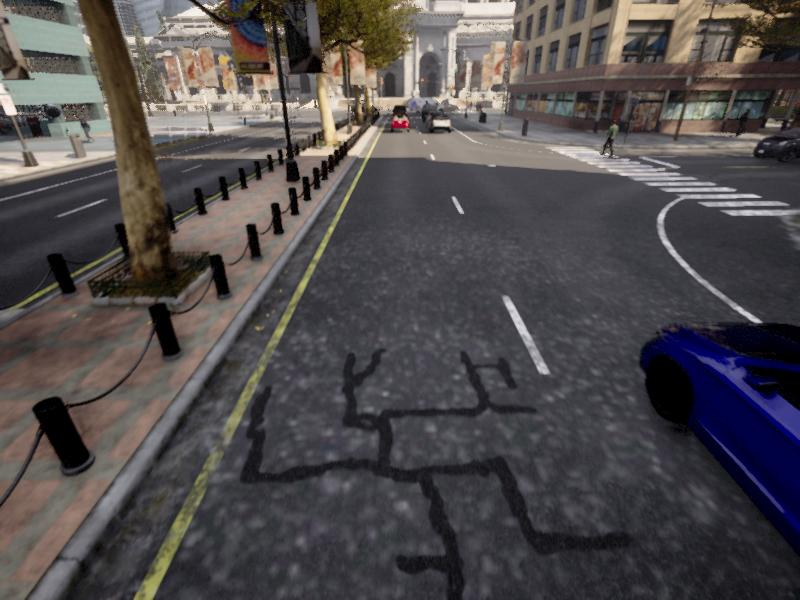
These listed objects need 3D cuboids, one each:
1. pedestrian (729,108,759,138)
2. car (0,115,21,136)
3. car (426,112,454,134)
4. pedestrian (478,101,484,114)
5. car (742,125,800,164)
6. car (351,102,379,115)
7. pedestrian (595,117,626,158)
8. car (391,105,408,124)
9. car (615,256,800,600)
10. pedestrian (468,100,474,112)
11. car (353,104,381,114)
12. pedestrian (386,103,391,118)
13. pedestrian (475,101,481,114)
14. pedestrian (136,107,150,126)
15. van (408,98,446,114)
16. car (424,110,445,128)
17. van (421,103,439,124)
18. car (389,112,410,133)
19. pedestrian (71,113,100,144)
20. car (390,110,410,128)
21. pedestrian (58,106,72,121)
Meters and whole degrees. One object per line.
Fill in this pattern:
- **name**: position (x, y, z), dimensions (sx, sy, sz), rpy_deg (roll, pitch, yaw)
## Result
- **pedestrian**: position (23.133, -11.921, 26.957), dimensions (0.751, 1.860, 0.751), rpy_deg (2, 27, 5)
- **car**: position (-34.951, -14.368, 33.217), dimensions (2.128, 1.511, 4.902), rpy_deg (0, 27, 0)
- **car**: position (3.498, -15.735, 35.453), dimensions (2.007, 1.525, 4.514), rpy_deg (0, 27, 0)
- **pedestrian**: position (13.180, -31.234, 64.974), dimensions (0.751, 1.860, 0.751), rpy_deg (-1, 27, -2)
- **car**: position (19.174, -7.474, 19.128), dimensions (3.633, 1.501, 1.845), rpy_deg (-1, 27, -1)
- **car**: position (-5.916, -32.719, 68.225), dimensions (4.605, 1.855, 1.932), rpy_deg (0, 27, 0)
- **pedestrian**: position (10.695, -8.253, 20.378), dimensions (0.751, 1.860, 0.751), rpy_deg (-4, 27, -7)
- **car**: position (-0.004, -21.851, 46.995), dimensions (1.905, 1.878, 3.866), rpy_deg (0, 27, 0)
- **car**: position (3.531, 1.152, 2.707), dimensions (1.816, 1.474, 4.193), rpy_deg (0, 27, 1)
- **pedestrian**: position (13.157, -35.834, 73.910), dimensions (0.751, 1.860, 0.751), rpy_deg (-2, 27, -3)
- **car**: position (-5.801, -34.145, 71.428), dimensions (4.792, 1.488, 2.163), rpy_deg (0, 27, 0)
- **pedestrian**: position (-1.636, -27.045, 57.093), dimensions (0.751, 1.860, 0.751), rpy_deg (-1, 27, 0)
- **pedestrian**: position (12.738, -31.467, 65.436), dimensions (0.751, 1.860, 0.751), rpy_deg (7, 28, 15)
- **pedestrian**: position (-27.594, -19.718, 42.976), dimensions (0.751, 1.860, 0.751), rpy_deg (-8, 28, -15)
- **van**: position (4.478, -33.023, 68.022), dimensions (6.366, 2.431, 2.351), rpy_deg (0, 27, 0)
- **car**: position (3.518, -18.611, 41.035), dimensions (1.845, 1.501, 3.633), rpy_deg (-1, 27, 0)
- **van**: position (3.448, -21.864, 46.857), dimensions (1.775, 1.987, 4.442), rpy_deg (0, 27, 0)
- **car**: position (-0.001, -15.988, 35.975), dimensions (1.789, 1.549, 3.705), rpy_deg (0, 27, 0)
- **pedestrian**: position (-21.383, -11.667, 27.230), dimensions (0.751, 1.860, 0.751), rpy_deg (2, 27, 5)
- **car**: position (-0.003, -18.775, 41.418), dimensions (2.007, 1.525, 4.514), rpy_deg (0, 27, 0)
- **pedestrian**: position (-44.072, -24.570, 52.685), dimensions (0.751, 1.860, 0.751), rpy_deg (23, 35, 37)
